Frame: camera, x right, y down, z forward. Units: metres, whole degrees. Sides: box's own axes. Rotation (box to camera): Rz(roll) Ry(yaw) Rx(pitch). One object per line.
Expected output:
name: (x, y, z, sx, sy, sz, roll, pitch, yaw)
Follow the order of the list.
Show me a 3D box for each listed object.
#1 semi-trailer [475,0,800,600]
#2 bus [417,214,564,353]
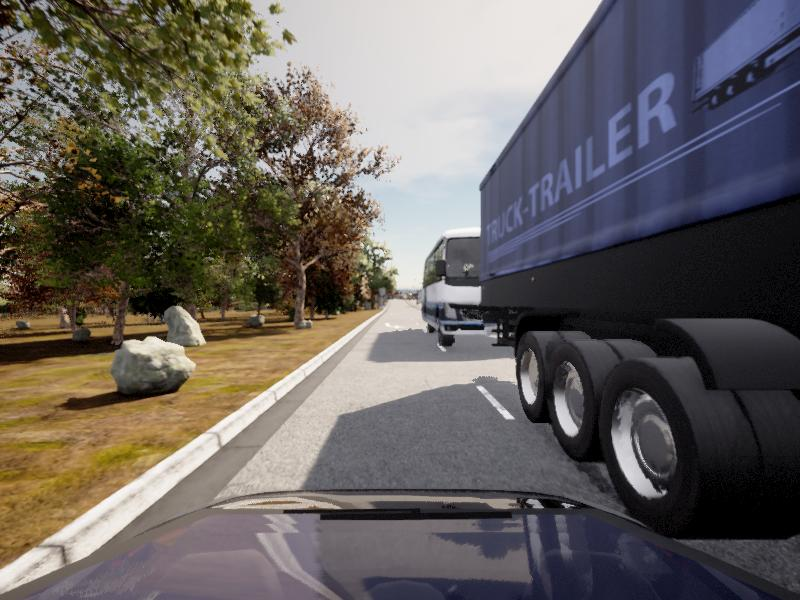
semi-trailer: (2.962, -0.613, 1.476, 2.717, 4.402, 14.254, 0, 0, 0)
bus: (3.003, -0.489, 17.426, 3.944, 4.253, 10.273, 0, 0, -1)
